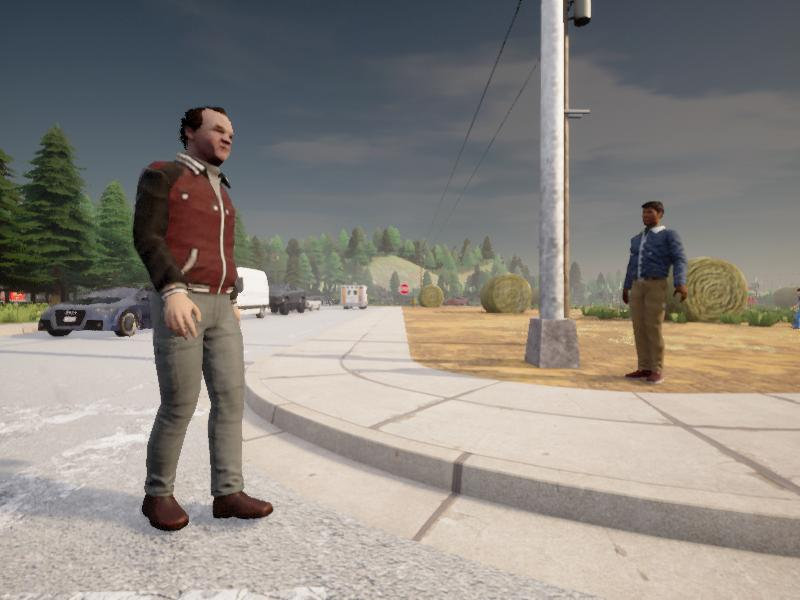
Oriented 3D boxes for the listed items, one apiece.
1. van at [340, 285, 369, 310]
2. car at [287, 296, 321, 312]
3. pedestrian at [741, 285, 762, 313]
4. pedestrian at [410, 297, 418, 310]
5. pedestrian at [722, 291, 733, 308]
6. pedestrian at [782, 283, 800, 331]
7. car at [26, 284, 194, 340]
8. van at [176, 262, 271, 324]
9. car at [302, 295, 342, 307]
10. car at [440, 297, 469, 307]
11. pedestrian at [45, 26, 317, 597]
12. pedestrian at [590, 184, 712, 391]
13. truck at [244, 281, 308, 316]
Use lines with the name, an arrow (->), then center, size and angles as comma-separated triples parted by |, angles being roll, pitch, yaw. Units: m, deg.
van -> -4.749, -0.236, 42.566 | 2.351, 2.431, 6.366 | 0, 0, 0
car -> -8.267, 0.324, 34.936 | 1.895, 1.301, 4.718 | 0, 0, 0
pedestrian -> 24.144, -0.067, 27.492 | 0.751, 1.860, 0.751 | 0, 0, 7
pedestrian -> 1.163, 0.266, 33.335 | 0.500, 1.100, 0.500 | 0, 0, 14
pedestrian -> 35.920, -0.045, 43.912 | 0.751, 1.860, 0.751 | 0, 0, -31
pedestrian -> 11.338, 0.189, 11.182 | 0.751, 1.300, 0.751 | 0, 0, 26
car -> -8.237, 0.299, 11.969 | 1.994, 1.385, 4.181 | 0, 0, 0
van -> -8.243, -0.289, 19.454 | 1.988, 2.561, 5.915 | 0, 0, 0
car -> -11.070, 0.103, 57.041 | 5.238, 1.638, 1.930 | 0, 0, 3
car -> 8.040, 0.234, 59.628 | 4.193, 1.474, 1.816 | 0, 0, 3
pedestrian -> -0.896, 0.038, 1.781 | 0.751, 1.860, 0.751 | 0, 0, 19
pedestrian -> 2.529, -0.111, 4.084 | 0.751, 1.860, 0.751 | 0, 0, -20
truck -> -8.227, -0.074, 27.332 | 2.390, 2.098, 6.274 | 0, 0, 0
